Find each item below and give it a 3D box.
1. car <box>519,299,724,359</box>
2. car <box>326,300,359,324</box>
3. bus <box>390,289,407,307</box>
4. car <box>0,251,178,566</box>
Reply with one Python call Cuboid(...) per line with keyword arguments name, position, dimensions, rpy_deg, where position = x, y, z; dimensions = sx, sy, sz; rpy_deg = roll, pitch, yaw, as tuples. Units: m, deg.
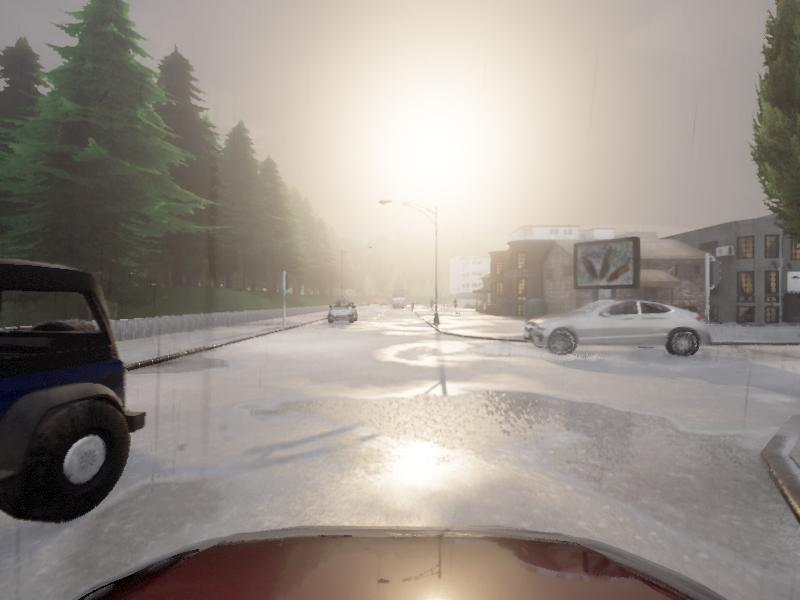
Cuboid(name="car", position=(6.449, 0.790, 12.228), dimensions=(5.027, 1.651, 2.152), rpy_deg=(0, 0, 4))
Cuboid(name="car", position=(-4.148, 0.811, 29.311), dimensions=(1.851, 1.617, 3.988), rpy_deg=(0, 0, -1))
Cuboid(name="bus", position=(-0.444, -0.464, 96.930), dimensions=(3.944, 4.253, 10.273), rpy_deg=(0, 0, 0))
Cuboid(name="car", position=(-3.399, 0.648, 2.103), dimensions=(1.905, 1.878, 3.866), rpy_deg=(0, 0, 9))
